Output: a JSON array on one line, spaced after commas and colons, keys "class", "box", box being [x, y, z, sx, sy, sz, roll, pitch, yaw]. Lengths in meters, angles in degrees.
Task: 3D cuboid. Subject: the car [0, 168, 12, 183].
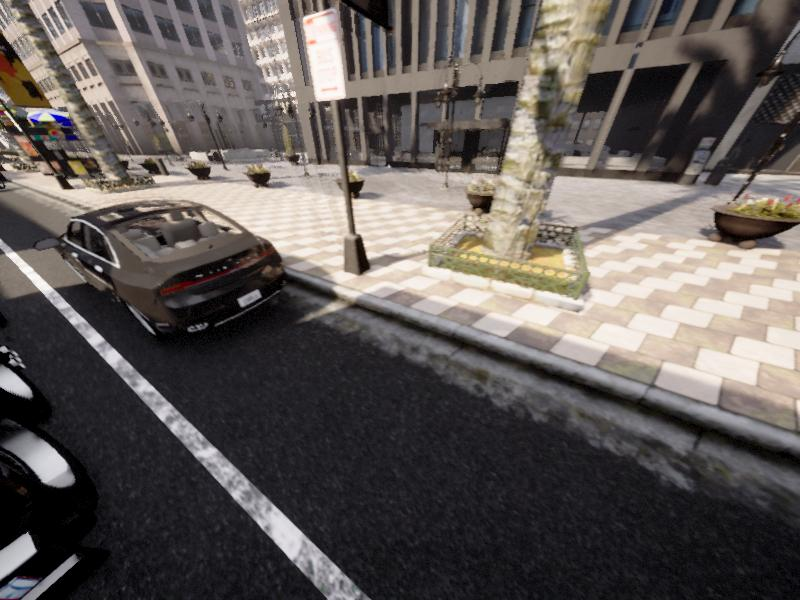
[{"class": "car", "box": [-29.787, -9.102, 15.881, 4.553, 1.767, 2.185, 18, 39, 24]}]

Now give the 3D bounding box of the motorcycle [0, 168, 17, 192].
[{"class": "motorcycle", "box": [-23.448, -6.770, 12.951, 0.764, 1.277, 2.356, -19, 39, -24]}]

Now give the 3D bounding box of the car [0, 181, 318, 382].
[{"class": "car", "box": [-4.189, -0.911, 4.026, 4.892, 1.521, 2.231, 18, 39, 24]}]

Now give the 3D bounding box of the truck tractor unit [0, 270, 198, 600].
[{"class": "truck tractor unit", "box": [-5.131, -0.278, 0.770, 6.516, 4.208, 3.053, 18, 39, 24]}]
